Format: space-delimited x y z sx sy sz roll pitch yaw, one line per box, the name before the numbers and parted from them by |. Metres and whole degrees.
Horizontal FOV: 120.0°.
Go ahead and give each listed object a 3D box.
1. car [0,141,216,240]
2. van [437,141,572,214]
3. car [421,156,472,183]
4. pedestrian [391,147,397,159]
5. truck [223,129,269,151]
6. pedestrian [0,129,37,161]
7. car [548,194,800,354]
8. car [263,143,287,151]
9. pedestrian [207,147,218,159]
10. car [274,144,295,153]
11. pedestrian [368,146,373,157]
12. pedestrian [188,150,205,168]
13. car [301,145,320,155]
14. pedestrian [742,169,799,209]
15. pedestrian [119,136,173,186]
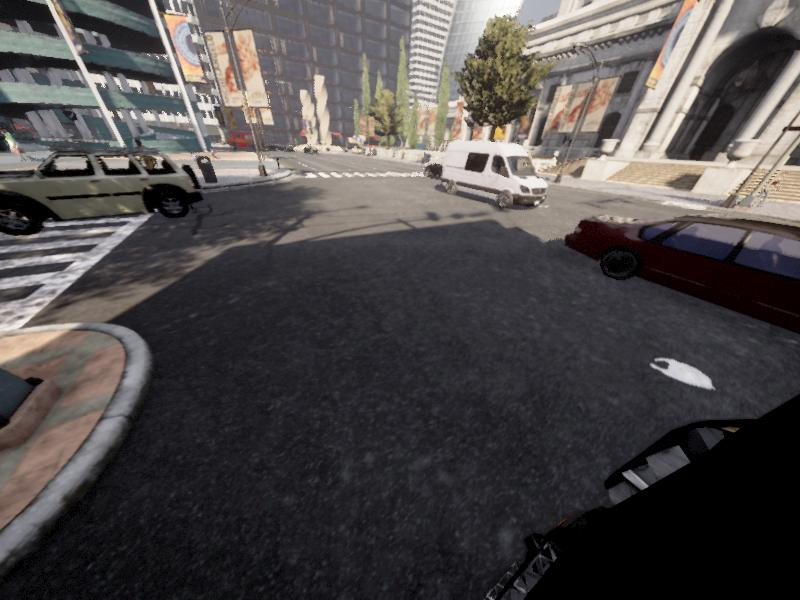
car | -8.506 -3.262 6.507 4.605 1.855 1.932 -26 44 -36
van | 4.630 -6.479 11.769 1.988 2.561 5.915 -15 38 -25
car | 3.711 -10.971 19.302 1.851 1.617 3.988 -15 38 -25
pedestrian | -1.190 -28.130 44.202 0.751 1.860 0.751 -11 36 -20
truck | -36.645 -38.290 55.285 8.468 3.827 2.891 8 34 7
pedestrian | -26.687 -10.726 16.031 0.751 1.860 0.751 30 42 34
car | 6.022 -0.608 4.076 2.033 1.411 5.357 -15 38 -25
car | -31.077 -38.161 57.682 4.902 1.511 2.128 12 35 13
pedestrian | -20.584 -16.145 25.348 0.500 1.100 0.500 -12 36 -21
car | -26.159 -34.359 52.408 4.181 1.385 1.994 20 37 24
pedestrian | -6.168 -31.200 48.437 0.751 1.860 0.751 -19 39 -30
pedestrian | -15.635 -10.841 17.747 0.500 1.100 0.500 -3 34 -10
car | -18.538 -31.045 47.843 3.705 1.549 1.789 30 42 34
pedestrian | 20.187 -6.055 12.632 0.751 1.860 0.751 -16 38 -26
pedestrian | -11.417 -6.246 10.471 0.751 1.860 0.751 -5 34 -11
